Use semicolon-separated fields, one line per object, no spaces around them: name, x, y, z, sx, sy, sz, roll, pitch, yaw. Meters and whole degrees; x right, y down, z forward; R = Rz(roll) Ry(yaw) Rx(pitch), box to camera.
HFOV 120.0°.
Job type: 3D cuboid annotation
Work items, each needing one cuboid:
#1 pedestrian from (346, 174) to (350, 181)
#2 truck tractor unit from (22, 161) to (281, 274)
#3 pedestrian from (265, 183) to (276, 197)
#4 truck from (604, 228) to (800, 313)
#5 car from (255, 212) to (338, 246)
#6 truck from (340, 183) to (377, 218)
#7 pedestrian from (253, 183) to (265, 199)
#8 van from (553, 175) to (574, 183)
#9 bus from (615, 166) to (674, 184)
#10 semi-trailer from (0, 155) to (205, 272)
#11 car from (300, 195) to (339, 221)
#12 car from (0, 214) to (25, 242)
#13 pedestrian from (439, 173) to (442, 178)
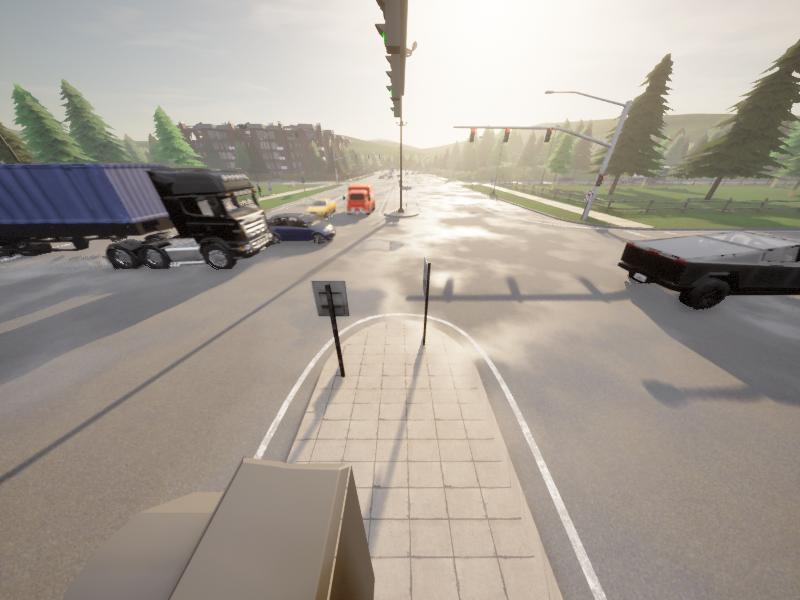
pedestrian;-16.486;-38.756;73.019;0.751;1.860;0.751;8;31;14
truck tractor unit;-9.826;-3.748;10.372;6.516;4.208;3.053;0;30;0
pedestrian;-19.030;-16.173;33.905;0.751;1.860;0.751;2;30;4
truck;11.523;-1.117;7.945;6.274;2.098;2.390;0;30;0
car;-6.070;-4.372;14.072;3.988;1.617;1.851;0;30;0
truck;-3.862;-9.911;22.781;2.627;2.467;5.204;0;31;0
pedestrian;-19.536;-15.112;32.067;0.751;1.860;0.751;2;30;4
van;47.489;-35.225;67.130;4.442;1.987;1.775;0;30;0
bus;66.807;-34.403;63.433;10.273;4.253;3.944;0;30;0
semi-trailer;-17.741;-3.814;10.292;14.254;4.402;2.717;0;30;0
car;-7.369;-8.796;21.761;1.801;1.575;5.366;0;30;0
car;-26.800;-4.280;14.045;4.193;1.474;1.816;0;30;0
pedestrian;16.116;-49.327;91.306;0.751;1.860;0.751;0;30;-1
